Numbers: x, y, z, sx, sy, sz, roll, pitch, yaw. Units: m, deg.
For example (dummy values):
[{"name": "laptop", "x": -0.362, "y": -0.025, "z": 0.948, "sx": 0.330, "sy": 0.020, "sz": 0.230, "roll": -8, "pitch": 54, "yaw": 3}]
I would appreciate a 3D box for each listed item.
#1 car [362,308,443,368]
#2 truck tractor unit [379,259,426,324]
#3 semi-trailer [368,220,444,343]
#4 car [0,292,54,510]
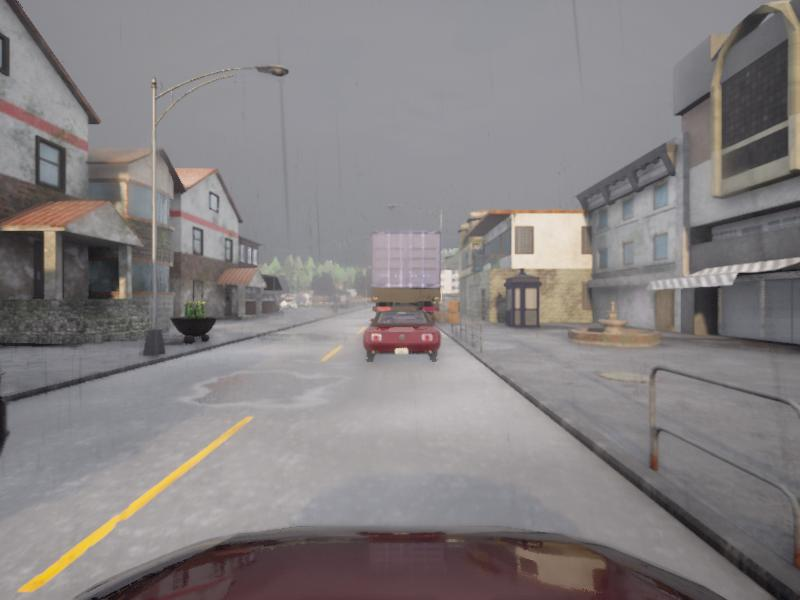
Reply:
[{"name": "car", "x": 0.058, "y": 0.923, "z": 11.705, "sx": 1.895, "sy": 1.301, "sz": 4.718, "roll": 0, "pitch": 0, "yaw": 0}, {"name": "truck tractor unit", "x": 0.149, "y": -0.573, "z": 29.367, "sx": 3.053, "sy": 4.208, "sz": 6.516, "roll": 0, "pitch": 0, "yaw": 0}, {"name": "semi-trailer", "x": 0.181, "y": -0.655, "z": 21.454, "sx": 2.717, "sy": 4.402, "sz": 14.254, "roll": 0, "pitch": 0, "yaw": 0}, {"name": "car", "x": -3.990, "y": 0.769, "z": 0.868, "sx": 1.930, "sy": 1.638, "sz": 5.238, "roll": 0, "pitch": 0, "yaw": 0}]
